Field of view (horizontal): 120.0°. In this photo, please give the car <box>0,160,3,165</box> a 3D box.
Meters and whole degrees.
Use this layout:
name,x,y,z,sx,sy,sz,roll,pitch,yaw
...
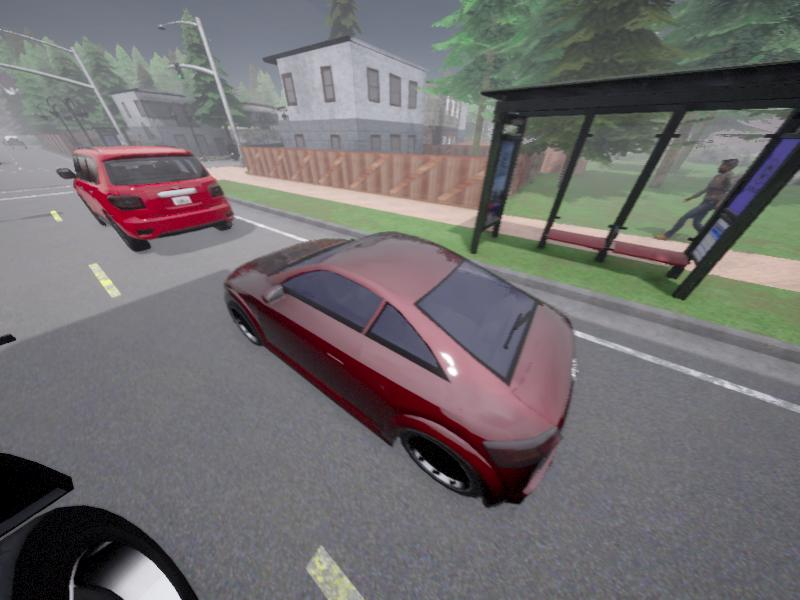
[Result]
name,x,y,z,sx,sy,sz,roll,pitch,yaw
car,-38.348,-13.060,20.902,4.181,1.385,1.994,22,41,28

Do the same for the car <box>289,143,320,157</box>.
name,x,y,z,sx,sy,sz,roll,pitch,yaw
car,-13.182,-20.966,32.162,1.845,1.501,3.633,12,37,16

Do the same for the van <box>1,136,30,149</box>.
name,x,y,z,sx,sy,sz,roll,pitch,yaw
van,-75.001,-30.750,45.085,4.480,2.038,2.069,22,41,28

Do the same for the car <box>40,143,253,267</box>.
name,x,y,z,sx,sy,sz,roll,pitch,yaw
car,-6.886,-2.963,6.275,5.566,2.045,2.150,22,41,28

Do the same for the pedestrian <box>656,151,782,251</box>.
name,x,y,z,sx,sy,sz,roll,pitch,yaw
pedestrian,6.846,-2.185,5.148,0.751,1.860,0.751,24,41,29

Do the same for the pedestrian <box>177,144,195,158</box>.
name,x,y,z,sx,sy,sz,roll,pitch,yaw
pedestrian,-24.400,-17.015,26.354,0.751,1.300,0.751,4,35,6

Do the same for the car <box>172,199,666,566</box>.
name,x,y,z,sx,sy,sz,roll,pitch,yaw
car,-0.338,-0.015,2.741,4.181,1.385,1.994,22,41,28

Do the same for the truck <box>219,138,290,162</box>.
name,x,y,z,sx,sy,sz,roll,pitch,yaw
truck,-16.259,-17.263,26.392,2.390,2.098,6.274,16,38,21
